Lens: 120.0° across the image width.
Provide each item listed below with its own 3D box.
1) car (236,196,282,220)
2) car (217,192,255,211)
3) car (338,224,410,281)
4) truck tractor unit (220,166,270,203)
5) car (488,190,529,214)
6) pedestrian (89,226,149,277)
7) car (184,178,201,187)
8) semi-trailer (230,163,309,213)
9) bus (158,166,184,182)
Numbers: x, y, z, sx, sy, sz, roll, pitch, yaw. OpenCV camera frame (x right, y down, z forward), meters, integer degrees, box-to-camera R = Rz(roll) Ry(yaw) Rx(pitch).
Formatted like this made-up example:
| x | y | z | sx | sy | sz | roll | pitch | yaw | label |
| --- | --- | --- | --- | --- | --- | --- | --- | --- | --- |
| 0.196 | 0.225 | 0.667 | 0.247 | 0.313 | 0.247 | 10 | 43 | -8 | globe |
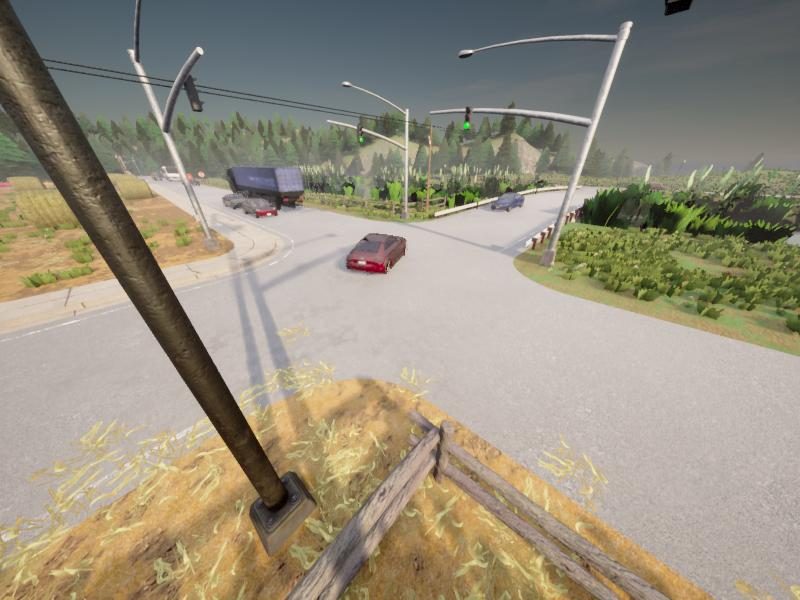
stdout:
| x | y | z | sx | sy | sz | roll | pitch | yaw | label |
| --- | --- | --- | --- | --- | --- | --- | --- | --- | --- |
| -13.844 | -9.098 | 22.586 | 4.792 | 1.488 | 2.163 | 25 | 38 | 36 | car |
| -19.213 | -11.586 | 26.983 | 5.357 | 1.411 | 2.033 | 25 | 38 | 36 | car |
| -1.036 | -2.572 | 11.464 | 1.994 | 1.385 | 4.181 | 9 | 31 | 15 | car |
| -21.822 | -16.440 | 32.554 | 6.516 | 4.208 | 3.053 | 25 | 39 | 36 | truck tractor unit |
| 11.213 | -10.164 | 23.755 | 4.674 | 1.442 | 1.812 | -28 | 40 | -35 | car |
| -11.636 | -2.009 | 9.645 | 0.751 | 1.860 | 0.751 | 13 | 33 | 22 | pedestrian |
| -51.996 | -29.514 | 57.808 | 5.027 | 1.651 | 2.152 | 25 | 38 | 36 | car |
| -16.094 | -13.791 | 27.774 | 14.254 | 4.402 | 2.717 | 26 | 39 | 37 | semi-trailer |
| -76.488 | -42.100 | 76.969 | 10.273 | 4.253 | 3.944 | 25 | 38 | 36 | bus |
